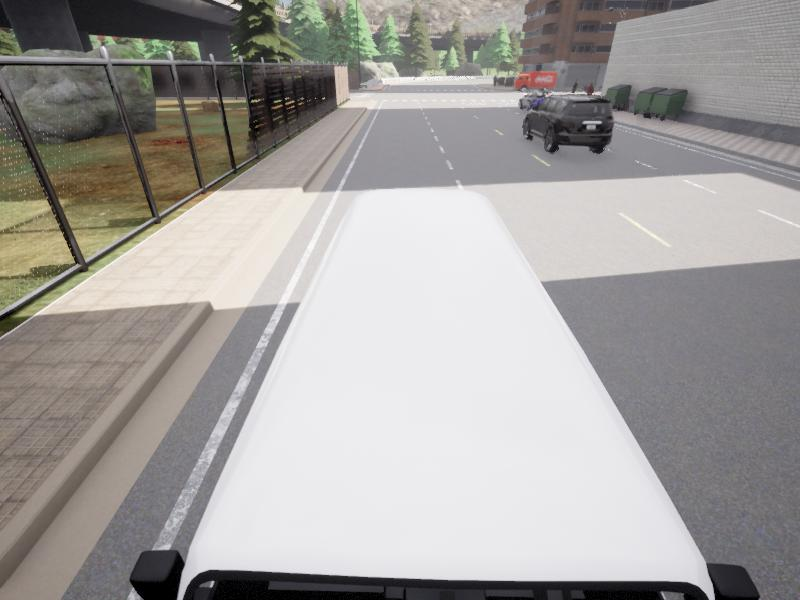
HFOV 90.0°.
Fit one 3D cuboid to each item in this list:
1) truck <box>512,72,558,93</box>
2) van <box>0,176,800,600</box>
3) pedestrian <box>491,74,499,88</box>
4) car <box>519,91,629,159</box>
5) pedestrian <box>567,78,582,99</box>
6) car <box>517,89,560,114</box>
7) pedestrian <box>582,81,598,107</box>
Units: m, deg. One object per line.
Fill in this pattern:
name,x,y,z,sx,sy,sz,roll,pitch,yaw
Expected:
truck,18.204,-29.482,54.171,5.204,2.467,2.627,3,30,6
van,0.167,0.629,2.939,2.069,2.038,4.480,1,29,1
pedestrian,14.422,-33.152,60.631,0.751,1.860,0.751,0,30,0
car,7.019,-7.620,17.041,2.150,2.045,5.566,0,30,0
pedestrian,17.808,-21.546,40.836,0.751,1.860,0.751,-4,30,-6
car,10.518,-15.304,30.769,1.816,1.474,4.193,0,30,0
pedestrian,15.421,-16.710,32.444,0.751,1.860,0.751,9,32,15
